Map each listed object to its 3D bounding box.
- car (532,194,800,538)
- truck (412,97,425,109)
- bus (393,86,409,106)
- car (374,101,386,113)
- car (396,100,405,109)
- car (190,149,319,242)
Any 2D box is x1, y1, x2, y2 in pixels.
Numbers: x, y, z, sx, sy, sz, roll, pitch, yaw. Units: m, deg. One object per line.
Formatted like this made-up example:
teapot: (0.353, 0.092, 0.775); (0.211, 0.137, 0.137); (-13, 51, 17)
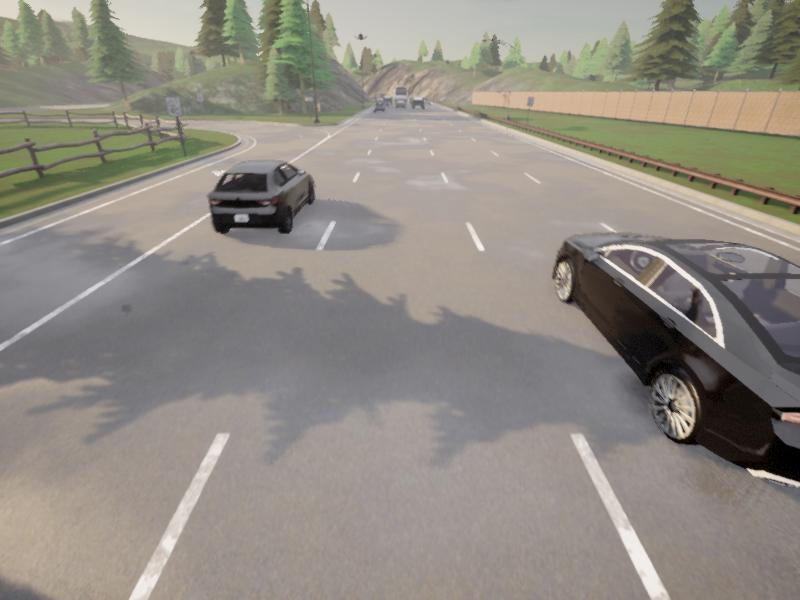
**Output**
car: (3.515, 0.027, 4.899); (2.128, 1.511, 4.902); (0, 27, 0)
truck: (3.638, -40.108, 81.396); (2.390, 2.098, 6.274); (0, 27, 0)
bus: (0.136, -52.003, 101.872); (3.944, 4.253, 10.273); (0, 27, 0)
car: (-3.384, -32.791, 67.854); (1.851, 1.617, 3.988); (0, 27, 0)
car: (0.139, -40.928, 83.633); (1.812, 1.442, 4.674); (0, 27, 0)
car: (-3.477, -2.937, 10.534); (1.816, 1.474, 4.193); (0, 27, 0)
